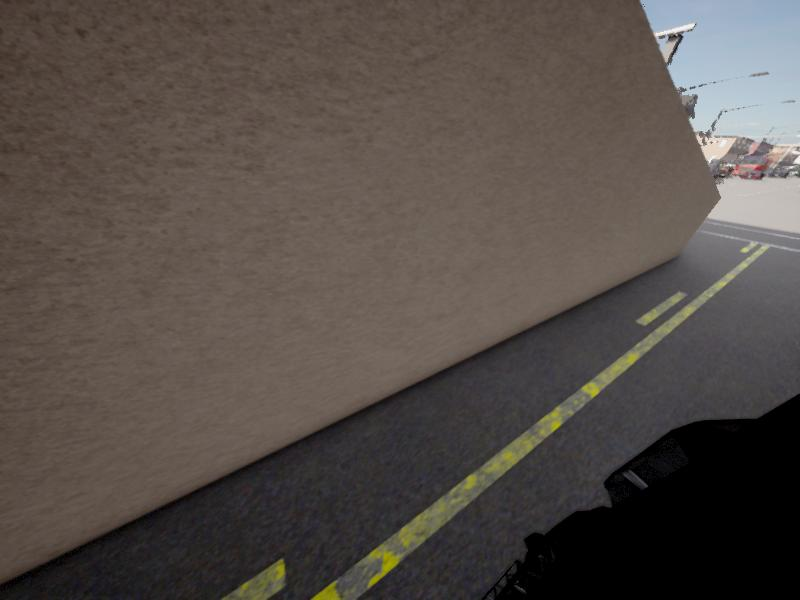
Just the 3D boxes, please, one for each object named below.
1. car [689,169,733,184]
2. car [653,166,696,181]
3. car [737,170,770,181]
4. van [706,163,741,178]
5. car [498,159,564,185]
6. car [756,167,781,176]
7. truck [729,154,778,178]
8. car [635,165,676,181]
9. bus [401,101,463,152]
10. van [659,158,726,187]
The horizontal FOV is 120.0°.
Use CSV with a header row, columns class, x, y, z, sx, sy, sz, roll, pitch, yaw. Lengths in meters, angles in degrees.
class,x,y,z,sx,sy,sz,roll,pitch,yaw
car,38.455,-15.297,28.538,4.892,1.490,1.837,-15,37,-25
car,37.082,-17.137,31.192,4.902,1.511,2.128,-15,37,-25
car,57.475,-20.280,37.588,4.181,1.385,1.994,-15,37,-25
van,55.836,-22.322,39.933,4.480,2.038,2.069,-15,37,-25
car,11.758,-11.884,21.301,2.152,1.651,5.027,-8,35,-17
car,88.222,-30.796,55.356,4.553,1.767,2.097,-15,37,-25
truck,72.386,-27.441,47.285,8.468,3.827,2.891,-15,37,-25
car,31.635,-15.741,28.593,3.988,1.617,1.851,-15,37,-25
bus,4.582,-27.736,36.784,3.944,4.253,10.273,-15,51,-25
van,31.701,-13.896,25.076,6.366,2.431,2.351,-15,37,-25
